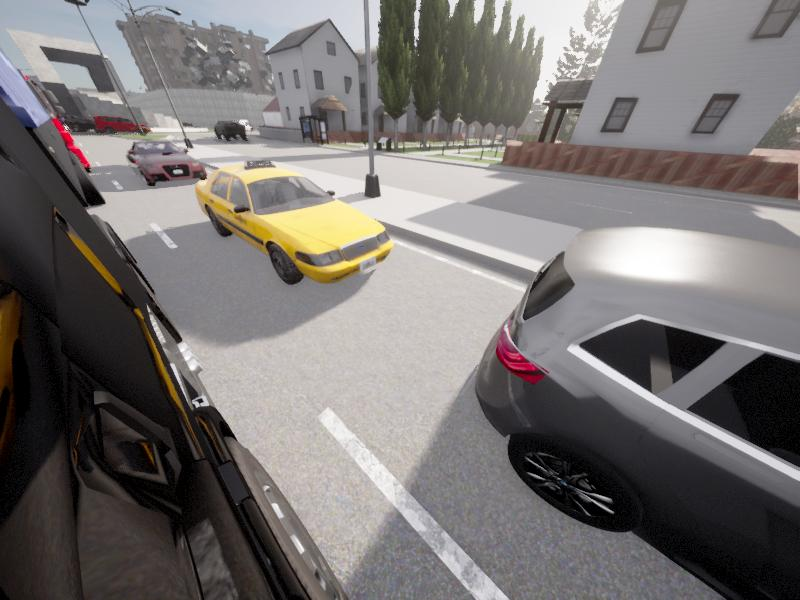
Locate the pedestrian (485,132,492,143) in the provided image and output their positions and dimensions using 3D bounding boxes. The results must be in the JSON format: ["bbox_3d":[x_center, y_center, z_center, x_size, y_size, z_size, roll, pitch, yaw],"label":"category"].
[{"bbox_3d":[18.481,-33.986,48.392,0.751,1.860,0.751,22,41,24],"label":"pedestrian"}]

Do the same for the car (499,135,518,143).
[{"bbox_3d":[28.569,-42.609,61.124,2.033,1.649,4.856,-5,37,-10],"label":"car"}]

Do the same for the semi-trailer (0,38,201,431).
[{"bbox_3d":[-8.672,-3.613,4.268,14.254,4.402,2.717,28,44,30],"label":"semi-trailer"}]

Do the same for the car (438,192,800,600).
[{"bbox_3d":[2.860,0.925,1.154,4.611,1.667,2.242,28,44,30],"label":"car"}]

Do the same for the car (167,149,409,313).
[{"bbox_3d":[-2.521,-1.933,4.751,5.366,1.575,1.801,28,44,30],"label":"car"}]

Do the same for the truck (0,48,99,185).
[{"bbox_3d":[-17.149,-7.969,10.121,8.468,3.827,2.891,28,44,30],"label":"truck"}]

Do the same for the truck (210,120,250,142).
[{"bbox_3d":[-22.533,-22.346,30.544,2.390,2.098,6.274,-29,47,-35],"label":"truck"}]

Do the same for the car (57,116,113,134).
[{"bbox_3d":[-44.144,-24.656,32.546,3.866,1.878,1.905,-18,41,-25],"label":"car"}]

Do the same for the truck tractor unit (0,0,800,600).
[{"bbox_3d":[-2.645,-0.295,0.351,6.516,4.208,3.053,28,44,30],"label":"truck tractor unit"}]

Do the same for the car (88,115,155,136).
[{"bbox_3d":[-38.734,-24.426,32.414,5.566,2.045,2.150,-26,45,-34],"label":"car"}]

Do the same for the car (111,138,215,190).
[{"bbox_3d":[-10.074,-5.908,9.818,4.181,1.385,1.994,28,44,30],"label":"car"}]

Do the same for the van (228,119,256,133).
[{"bbox_3d":[-35.784,-39.479,52.486,2.351,2.431,6.366,-2,37,-5],"label":"van"}]
